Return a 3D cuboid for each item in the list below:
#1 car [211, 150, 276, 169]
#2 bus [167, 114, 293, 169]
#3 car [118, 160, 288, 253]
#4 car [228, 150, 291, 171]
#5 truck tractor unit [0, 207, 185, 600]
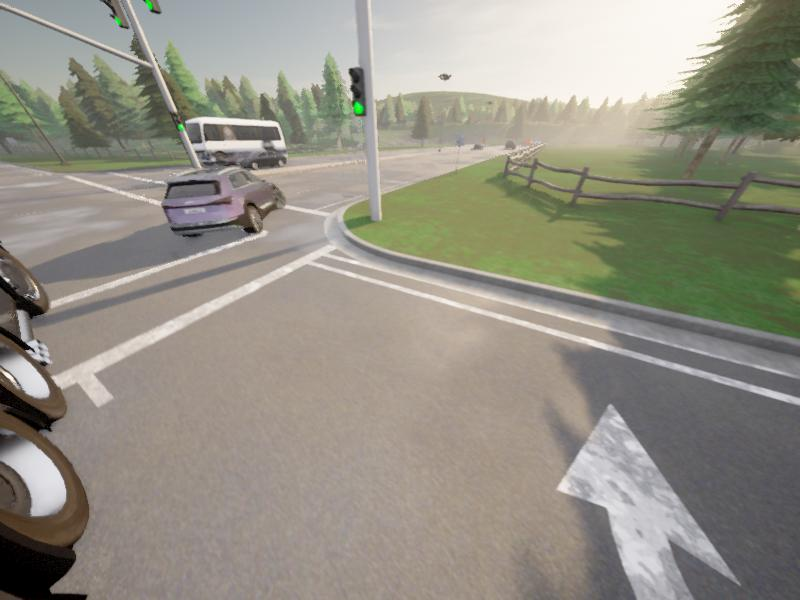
[{"bbox_3d":[-16.302,-14.944,24.470,2.033,1.411,5.357,17,38,23],"label":"car"},{"bbox_3d":[-18.326,-18.055,26.465,3.944,4.253,10.273,17,38,23],"label":"bus"},{"bbox_3d":[-5.426,-3.355,7.471,2.033,1.649,4.856,-9,35,-8],"label":"car"},{"bbox_3d":[-13.524,-13.719,22.596,1.837,1.490,4.892,17,38,23],"label":"car"},{"bbox_3d":[-5.011,-0.388,0.915,6.516,4.208,3.053,22,41,29],"label":"truck tractor unit"}]
